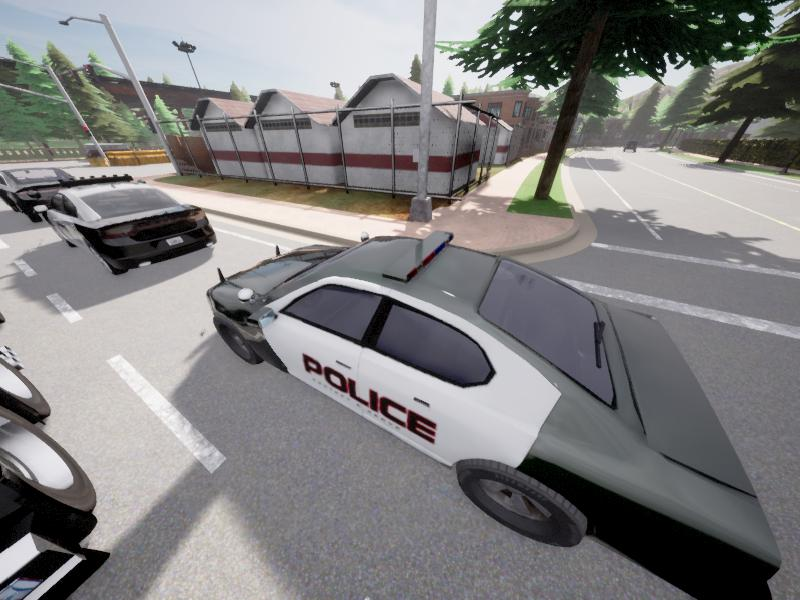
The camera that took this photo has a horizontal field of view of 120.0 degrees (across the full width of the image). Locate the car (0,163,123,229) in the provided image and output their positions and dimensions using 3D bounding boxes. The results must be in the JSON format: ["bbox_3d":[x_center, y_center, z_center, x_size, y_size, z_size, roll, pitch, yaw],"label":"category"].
[{"bbox_3d":[-13.222,-4.063,8.602,4.902,1.511,2.128,18,39,24],"label":"car"}]

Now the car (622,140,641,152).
[{"bbox_3d":[45.166,-30.062,45.098,1.905,1.878,3.866,25,42,32],"label":"car"}]

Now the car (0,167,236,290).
[{"bbox_3d":[-6.794,-2.071,5.582,5.238,1.638,1.930,18,39,24],"label":"car"}]

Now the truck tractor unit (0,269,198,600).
[{"bbox_3d":[-5.120,-0.292,0.766,6.516,4.208,3.053,18,39,24],"label":"truck tractor unit"}]

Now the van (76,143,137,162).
[{"bbox_3d":[-39.635,-20.081,31.371,1.775,1.987,4.442,16,38,22],"label":"van"}]

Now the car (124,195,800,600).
[{"bbox_3d":[-0.159,0.085,2.536,4.974,1.542,2.038,17,39,24],"label":"car"}]

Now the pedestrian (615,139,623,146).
[{"bbox_3d":[66.235,-47.636,69.872,0.751,1.860,0.751,-12,37,-16],"label":"pedestrian"}]

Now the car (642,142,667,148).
[{"bbox_3d":[66.798,-40.758,60.693,5.357,1.411,2.033,-14,37,-18],"label":"car"}]
